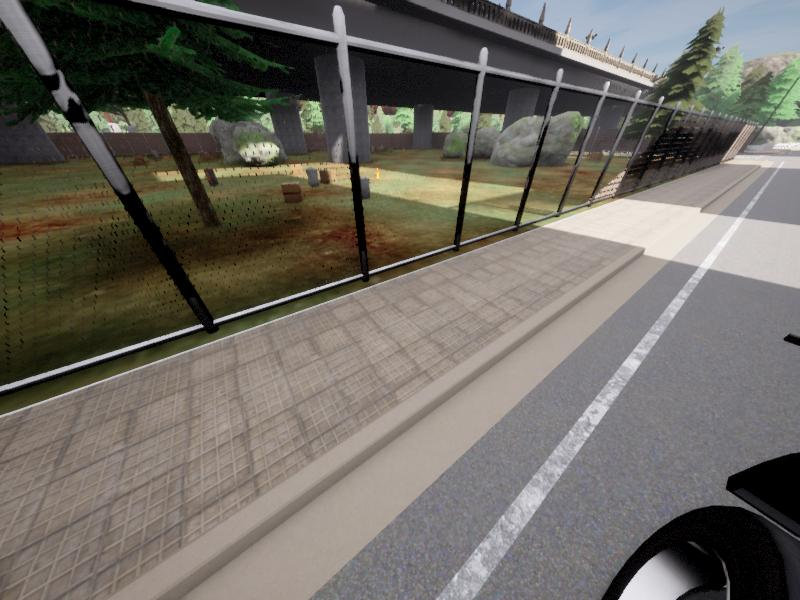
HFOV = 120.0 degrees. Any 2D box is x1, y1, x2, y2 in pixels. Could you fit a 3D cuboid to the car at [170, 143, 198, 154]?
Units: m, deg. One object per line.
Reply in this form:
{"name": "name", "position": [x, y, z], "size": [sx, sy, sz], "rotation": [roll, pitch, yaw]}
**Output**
{"name": "car", "position": [-41.990, -29.519, 44.998], "size": [3.705, 1.549, 1.789], "rotation": [-22, 41, -27]}
